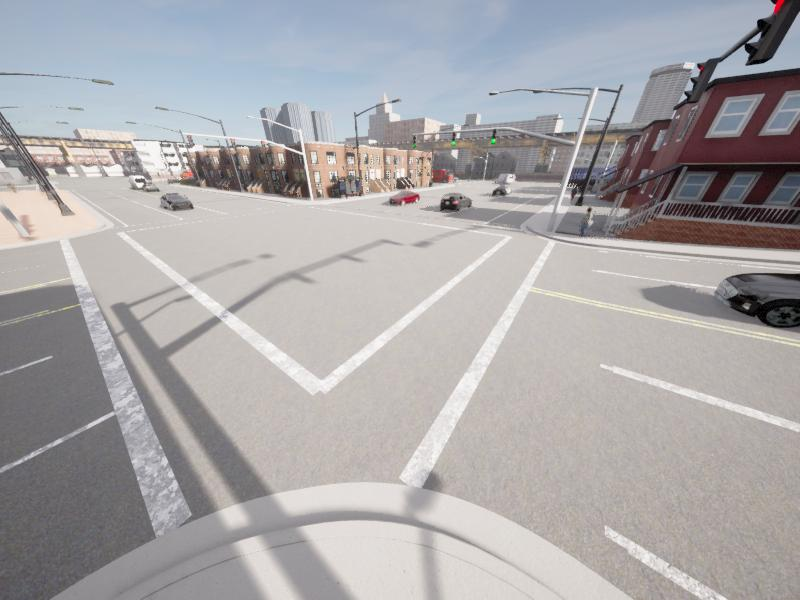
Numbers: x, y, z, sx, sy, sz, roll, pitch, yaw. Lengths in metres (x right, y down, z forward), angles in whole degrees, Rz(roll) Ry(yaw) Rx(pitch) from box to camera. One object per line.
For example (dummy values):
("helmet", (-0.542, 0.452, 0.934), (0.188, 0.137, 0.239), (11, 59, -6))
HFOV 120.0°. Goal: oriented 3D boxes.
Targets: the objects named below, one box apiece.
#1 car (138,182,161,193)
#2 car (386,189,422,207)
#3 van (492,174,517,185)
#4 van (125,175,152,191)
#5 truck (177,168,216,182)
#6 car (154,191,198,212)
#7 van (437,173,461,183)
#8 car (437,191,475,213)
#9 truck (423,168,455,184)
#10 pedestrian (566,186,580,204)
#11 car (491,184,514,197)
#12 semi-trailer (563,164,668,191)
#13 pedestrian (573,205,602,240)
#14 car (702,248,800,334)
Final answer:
("car", (-47.543, -21.412, 43.855), (3.988, 1.617, 1.851), (20, 36, 31))
("car", (0.607, -12.938, 29.172), (1.882, 1.535, 5.008), (20, 36, 31))
("van", (28.133, -32.718, 62.541), (2.351, 2.431, 6.366), (-7, 31, -12))
("van", (-54.032, -24.244, 47.712), (5.915, 2.561, 1.988), (20, 36, 31))
("truck", (-67.641, -41.857, 76.966), (2.891, 3.827, 8.468), (21, 36, 32))
("car", (-25.064, -11.054, 25.804), (5.238, 1.638, 1.930), (20, 36, 31))
("van", (14.299, -35.903, 68.058), (6.366, 2.431, 2.351), (20, 36, 31))
("car", (6.254, -10.939, 25.576), (2.242, 1.667, 4.611), (20, 36, 31))
("truck", (10.946, -35.549, 66.048), (8.468, 3.827, 2.891), (20, 36, 31))
("pedestrian", (21.520, -13.069, 28.723), (0.751, 1.860, 0.751), (24, 38, 35))
("car", (17.127, -18.251, 38.374), (2.038, 1.542, 4.974), (20, 35, 31))
("semi-trailer", (40.901, -23.720, 44.878), (14.254, 4.402, 2.717), (9, 31, 17))
("pedestrian", (11.531, -4.781, 14.284), (0.751, 1.860, 0.751), (14, 33, 23))
("car", (12.056, 0.004, 5.797), (4.856, 1.649, 2.033), (15, 33, 33))
